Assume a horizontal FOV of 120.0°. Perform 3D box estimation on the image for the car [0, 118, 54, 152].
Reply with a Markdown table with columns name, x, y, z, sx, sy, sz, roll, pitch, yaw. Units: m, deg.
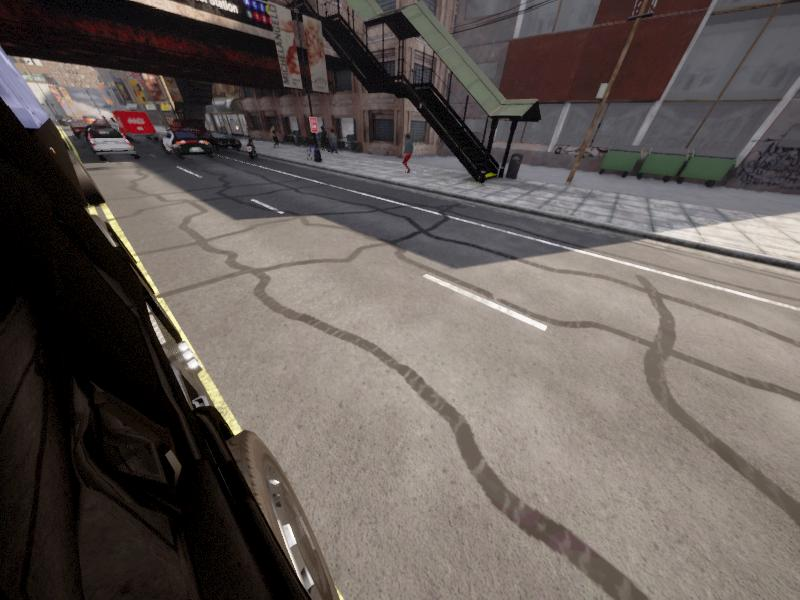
| name | x | y | z | sx | sy | sz | roll | pitch | yaw |
| --- | --- | --- | --- | --- | --- | --- | --- | --- | --- |
| car | -26.007 | -11.393 | 15.873 | 5.238 | 1.638 | 1.930 | 29 | 44 | 30 |

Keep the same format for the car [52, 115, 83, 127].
| name | x | y | z | sx | sy | sz | roll | pitch | yaw |
| --- | --- | --- | --- | --- | --- | --- | --- | --- | --- |
| car | -63.835 | -34.390 | 44.340 | 4.611 | 1.667 | 2.242 | 23 | 41 | 25 |

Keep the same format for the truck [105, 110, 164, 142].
| name | x | y | z | sx | sy | sz | roll | pitch | yaw |
| --- | --- | --- | --- | --- | --- | --- | --- | --- | --- |
| truck | -27.837 | -18.232 | 24.226 | 5.204 | 2.467 | 2.627 | 28 | 44 | 30 |

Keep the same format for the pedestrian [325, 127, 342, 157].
| name | x | y | z | sx | sy | sz | roll | pitch | yaw |
| --- | --- | --- | --- | --- | --- | --- | --- | --- | --- |
| pedestrian | -5.151 | -12.279 | 17.927 | 0.751 | 1.860 | 0.751 | -27 | 46 | -34 |

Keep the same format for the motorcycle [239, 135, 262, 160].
| name | x | y | z | sx | sy | sz | roll | pitch | yaw |
| --- | --- | --- | --- | --- | --- | --- | --- | --- | --- |
| motorcycle | -10.491 | -10.779 | 16.315 | 0.764 | 1.277 | 2.356 | -11 | 39 | -17 |

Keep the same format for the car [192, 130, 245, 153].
| name | x | y | z | sx | sy | sz | roll | pitch | yaw |
| --- | --- | --- | --- | --- | --- | --- | --- | --- | --- |
| car | -15.447 | -13.496 | 19.652 | 4.718 | 1.301 | 1.895 | 28 | 44 | 30 |

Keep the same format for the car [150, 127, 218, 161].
| name | x | y | z | sx | sy | sz | roll | pitch | yaw |
| --- | --- | --- | --- | --- | --- | --- | --- | --- | --- |
| car | -14.865 | -10.782 | 15.863 | 4.974 | 1.542 | 2.038 | 29 | 44 | 31 |

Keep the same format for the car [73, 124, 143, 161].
| name | x | y | z | sx | sy | sz | roll | pitch | yaw |
| --- | --- | --- | --- | --- | --- | --- | --- | --- | --- |
| car | -17.915 | -9.718 | 14.179 | 3.988 | 1.617 | 1.851 | 29 | 44 | 30 |

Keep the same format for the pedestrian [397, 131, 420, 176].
| name | x | y | z | sx | sy | sz | roll | pitch | yaw |
| --- | --- | --- | --- | --- | --- | --- | --- | --- | --- |
| pedestrian | 0.427 | -7.589 | 12.001 | 0.751 | 1.860 | 0.751 | 28 | 44 | 30 |

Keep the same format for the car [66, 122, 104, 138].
| name | x | y | z | sx | sy | sz | roll | pitch | yaw |
| --- | --- | --- | --- | --- | --- | --- | --- | --- | --- |
| car | -34.707 | -18.713 | 25.410 | 4.718 | 1.301 | 1.895 | 28 | 44 | 30 |

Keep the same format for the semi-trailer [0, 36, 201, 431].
| name | x | y | z | sx | sy | sz | roll | pitch | yaw |
| --- | --- | --- | --- | --- | --- | --- | --- | --- | --- |
| semi-trailer | -8.664 | -3.629 | 4.260 | 14.254 | 4.402 | 2.717 | 29 | 44 | 30 |

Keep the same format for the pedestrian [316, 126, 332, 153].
| name | x | y | z | sx | sy | sz | roll | pitch | yaw |
| --- | --- | --- | --- | --- | --- | --- | --- | --- | --- |
| pedestrian | -6.576 | -13.871 | 19.969 | 0.751 | 1.860 | 0.751 | 29 | 44 | 31 |

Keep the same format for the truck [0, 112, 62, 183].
| name | x | y | z | sx | sy | sz | roll | pitch | yaw |
| --- | --- | --- | --- | --- | --- | --- | --- | --- | --- |
| truck | -16.851 | -6.530 | 9.611 | 6.274 | 2.098 | 2.390 | 28 | 44 | 30 |

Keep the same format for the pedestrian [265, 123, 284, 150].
| name | x | y | z | sx | sy | sz | roll | pitch | yaw |
| --- | --- | --- | --- | --- | --- | --- | --- | --- | --- |
| pedestrian | -10.948 | -14.264 | 20.213 | 0.751 | 1.860 | 0.751 | 28 | 43 | 30 |

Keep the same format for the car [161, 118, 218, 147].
| name | x | y | z | sx | sy | sz | roll | pitch | yaw |
| --- | --- | --- | --- | --- | --- | --- | --- | --- | --- |
| car | -21.091 | -16.810 | 23.117 | 5.566 | 2.045 | 2.435 | 28 | 44 | 30 |

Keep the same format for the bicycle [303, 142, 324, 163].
| name | x | y | z | sx | sy | sz | roll | pitch | yaw |
| --- | --- | --- | --- | --- | --- | --- | --- | --- | --- |
| bicycle | -5.646 | -9.636 | 15.073 | 1.643 | 1.024 | 0.373 | 28 | 34 | 30 |

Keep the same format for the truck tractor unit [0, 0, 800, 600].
| name | x | y | z | sx | sy | sz | roll | pitch | yaw |
| --- | --- | --- | --- | --- | --- | --- | --- | --- | --- |
| truck tractor unit | -2.645 | -0.295 | 0.351 | 6.516 | 4.208 | 3.053 | 28 | 44 | 30 |
